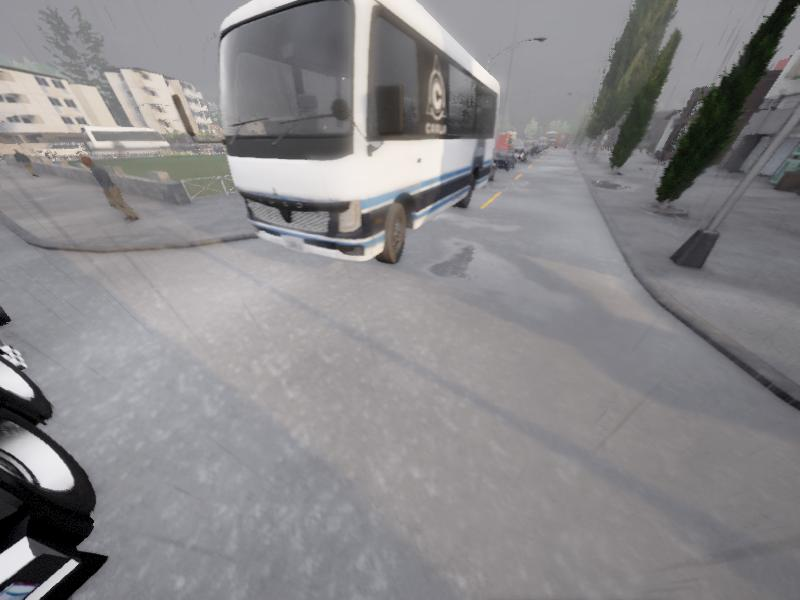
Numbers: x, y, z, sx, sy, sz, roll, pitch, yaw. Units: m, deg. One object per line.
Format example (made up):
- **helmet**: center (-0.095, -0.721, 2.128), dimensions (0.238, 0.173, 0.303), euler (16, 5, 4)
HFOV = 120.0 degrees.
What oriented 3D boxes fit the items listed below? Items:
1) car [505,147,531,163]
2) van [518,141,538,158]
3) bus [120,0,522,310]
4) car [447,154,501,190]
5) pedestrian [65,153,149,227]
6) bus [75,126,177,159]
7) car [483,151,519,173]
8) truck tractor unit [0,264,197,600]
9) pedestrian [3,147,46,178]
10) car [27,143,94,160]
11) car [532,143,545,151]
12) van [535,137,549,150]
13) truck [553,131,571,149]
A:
- **car**: center (14.002, -17.270, 27.408), dimensions (1.970, 1.475, 3.806), euler (18, 39, 24)
- **van**: center (19.470, -22.908, 35.015), dimensions (1.775, 1.987, 4.442), euler (18, 39, 24)
- **bus**: center (0.402, -4.699, 7.041), dimensions (3.944, 4.253, 10.273), euler (17, 39, 24)
- **car**: center (4.556, -7.895, 14.024), dimensions (1.970, 1.475, 3.806), euler (18, 39, 24)
- **pedestrian**: center (-8.788, -3.328, 7.017), dimensions (0.751, 1.860, 0.751), euler (23, 41, 30)
- **bus**: center (-47.563, -27.862, 40.833), dimensions (3.944, 4.253, 10.273), euler (18, 39, 24)
- **car**: center (8.953, -12.179, 20.298), dimensions (1.895, 1.301, 4.718), euler (18, 39, 24)
- **truck tractor unit**: center (-5.115, -0.296, 0.783), dimensions (6.516, 4.208, 3.053), euler (18, 39, 24)
- **pedestrian**: center (-27.388, -10.041, 16.873), dimensions (0.751, 1.860, 0.751), euler (18, 39, 25)
- **car**: center (-54.838, -24.157, 37.510), dimensions (2.150, 2.045, 5.566), euler (18, 39, 24)
- **car**: center (30.566, -33.705, 50.901), dimensions (1.812, 1.442, 4.674), euler (18, 39, 24)
- **van**: center (34.768, -38.354, 56.544), dimensions (1.988, 2.561, 5.915), euler (18, 39, 24)
- **truck**: center (45.498, -44.950, 64.825), dimensions (2.891, 3.827, 8.468), euler (18, 39, 24)
